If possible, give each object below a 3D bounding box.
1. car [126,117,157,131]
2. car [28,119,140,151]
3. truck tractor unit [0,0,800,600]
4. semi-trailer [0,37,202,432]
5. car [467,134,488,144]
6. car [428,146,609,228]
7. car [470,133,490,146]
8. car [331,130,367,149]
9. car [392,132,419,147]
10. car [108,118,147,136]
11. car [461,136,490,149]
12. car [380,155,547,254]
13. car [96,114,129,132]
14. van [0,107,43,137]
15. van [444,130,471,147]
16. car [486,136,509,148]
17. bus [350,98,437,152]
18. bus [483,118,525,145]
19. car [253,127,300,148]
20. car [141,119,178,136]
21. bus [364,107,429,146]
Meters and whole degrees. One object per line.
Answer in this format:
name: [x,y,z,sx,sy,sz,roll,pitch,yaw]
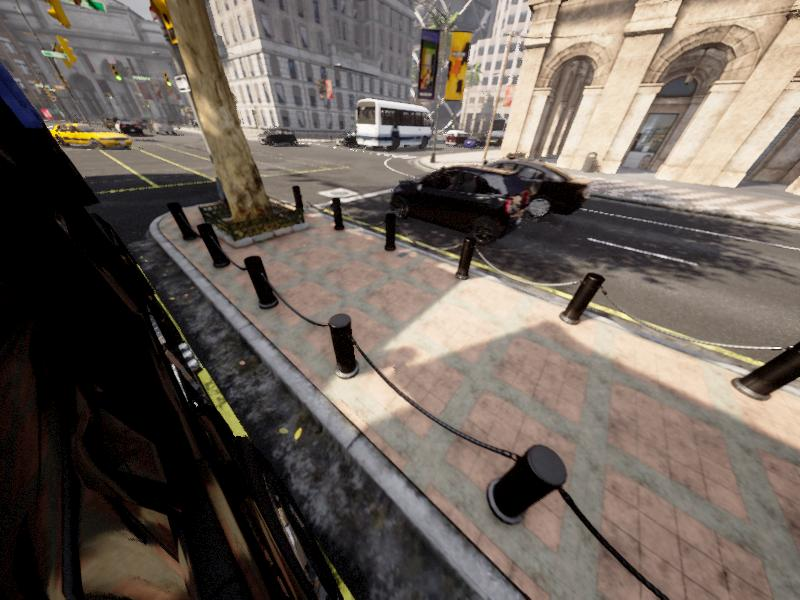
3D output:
car: [-41.618,-28.322,37.171,4.611,1.667,2.242,28,44,30]
car: [-22.435,-11.818,16.564,5.366,1.575,1.801,7,37,6]
truck tractor unit: [-2.645,-0.295,0.351,6.516,4.208,3.053,28,44,30]
semi-trailer: [-8.733,-3.592,4.176,14.254,4.402,2.717,28,43,29]
car: [16.368,-34.009,48.729,1.930,1.638,5.238,28,43,30]
car: [3.797,-4.308,8.298,5.238,1.638,1.930,28,44,30]
car: [14.848,-29.820,42.837,1.905,1.878,3.866,28,44,30]
car: [-5.766,-18.549,26.697,1.789,1.549,3.705,28,43,29]
car: [0.801,-23.201,33.294,1.851,1.617,3.988,28,43,29]
car: [-33.598,-21.297,28.474,4.974,1.542,2.038,28,43,29]
car: [11.569,-24.057,35.275,2.163,1.488,4.792,28,43,29]
car: [1.432,-2.778,6.191,3.633,1.501,1.845,28,44,30]
car: [-41.989,-25.865,33.704,4.605,1.855,1.932,28,44,29]
van: [-37.840,-17.535,22.730,4.480,2.038,2.069,29,44,28]
van: [9.231,-25.943,37.155,2.069,2.038,4.480,28,43,29]
car: [17.315,-28.048,40.945,2.007,1.525,4.514,28,43,29]
bus: [-0.383,-20.169,26.975,3.944,4.253,10.273,28,44,29]
bus: [22.522,-36.120,49.775,3.944,4.253,10.273,28,43,30]
car: [-12.748,-16.959,24.091,1.789,1.549,3.705,28,44,29]
car: [-32.954,-23.716,31.666,5.027,1.651,2.152,28,43,29]
bus: [-0.310,-26.650,35.592,3.944,4.253,10.273,28,45,29]
